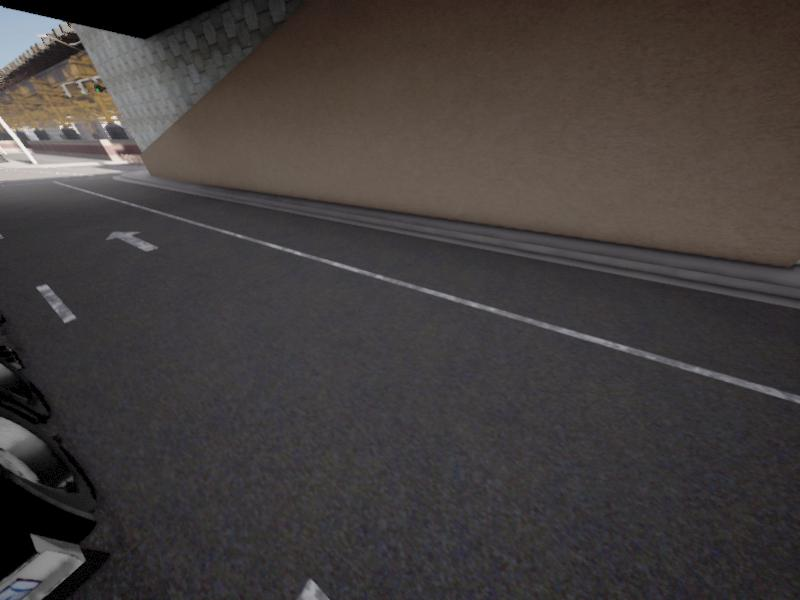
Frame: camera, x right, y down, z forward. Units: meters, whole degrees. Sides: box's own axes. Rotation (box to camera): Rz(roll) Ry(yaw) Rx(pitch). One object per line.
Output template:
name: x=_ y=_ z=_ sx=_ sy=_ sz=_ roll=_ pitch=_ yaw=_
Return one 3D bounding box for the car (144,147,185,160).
car: x=-30.761 y=-19.334 z=30.391 sx=1.853 sy=1.218 sz=4.536 roll=-9 pitch=36 yaw=-12

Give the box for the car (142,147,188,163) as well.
car: x=-30.747 y=-19.176 z=30.439 sx=2.038 sy=1.542 sz=4.974 roll=-9 pitch=36 yaw=-12

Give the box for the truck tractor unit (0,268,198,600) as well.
truck tractor unit: x=-5.121 y=-0.290 z=0.770 sx=6.516 sy=4.208 sz=3.053 roll=18 pitch=39 yaw=24
